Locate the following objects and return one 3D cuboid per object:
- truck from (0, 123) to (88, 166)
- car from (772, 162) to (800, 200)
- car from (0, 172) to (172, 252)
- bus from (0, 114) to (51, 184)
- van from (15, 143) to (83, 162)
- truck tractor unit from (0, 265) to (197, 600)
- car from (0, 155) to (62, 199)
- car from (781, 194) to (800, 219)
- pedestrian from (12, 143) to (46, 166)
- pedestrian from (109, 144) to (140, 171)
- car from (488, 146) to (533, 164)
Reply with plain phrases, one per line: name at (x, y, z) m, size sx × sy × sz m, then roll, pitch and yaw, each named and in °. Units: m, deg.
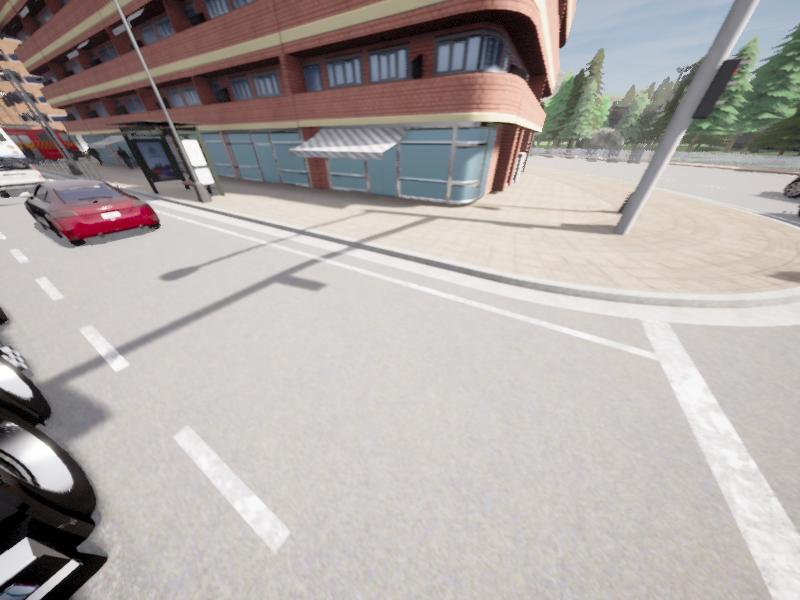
truck at (-44.427, -18.622, 27.581) m, size 2.891 × 3.827 × 8.468 m, roll -4°, pitch 35°, yaw -6°
car at (18.773, -4.544, 9.156) m, size 1.970 × 1.475 × 3.806 m, roll 5°, pitch 35°, yaw 8°
car at (-9.443, -2.861, 6.973) m, size 4.181 × 1.385 × 1.994 m, roll 18°, pitch 39°, yaw 24°
bus at (-30.354, -10.831, 15.966) m, size 10.273 × 4.253 × 3.944 m, roll 18°, pitch 39°, yaw 24°
van at (-47.410, -20.118, 31.353) m, size 1.775 × 1.987 × 4.442 m, roll 18°, pitch 39°, yaw 25°
truck tractor unit at (-5.113, -0.297, 0.786) m, size 6.516 × 4.208 × 3.053 m, roll 18°, pitch 39°, yaw 24°
car at (-20.298, -6.525, 12.060) m, size 3.988 × 1.617 × 1.851 m, roll 18°, pitch 39°, yaw 24°
car at (14.135, -2.586, 6.276) m, size 1.789 × 1.549 × 3.705 m, roll 10°, pitch 36°, yaw 15°
pedestrian at (-37.271, -14.648, 23.258) m, size 0.751 × 1.860 × 0.751 m, roll 3°, pitch 35°, yaw 5°
pedestrian at (-22.667, -11.741, 19.046) m, size 0.751 × 1.860 × 0.751 m, roll 19°, pitch 39°, yaw 25°
car at (13.096, -17.434, 27.689) m, size 2.007 × 1.525 × 4.514 m, roll -16°, pitch 38°, yaw -21°
